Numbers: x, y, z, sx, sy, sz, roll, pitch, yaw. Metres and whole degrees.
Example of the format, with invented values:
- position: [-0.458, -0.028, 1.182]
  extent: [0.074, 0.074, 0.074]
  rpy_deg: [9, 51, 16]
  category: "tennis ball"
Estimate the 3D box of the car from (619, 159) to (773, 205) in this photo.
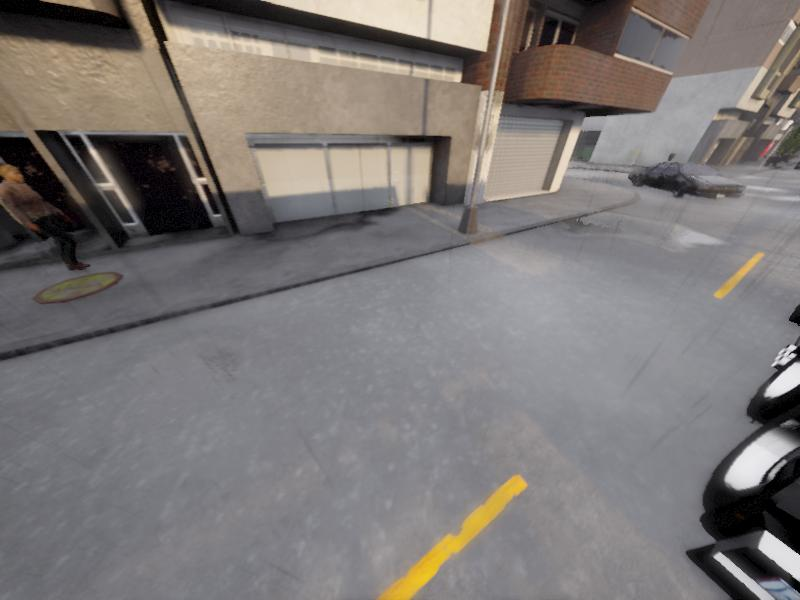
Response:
- position: [14.509, -6.339, 12.018]
  extent: [2.033, 1.411, 5.357]
  rpy_deg: [7, 35, 9]
  category: "car"

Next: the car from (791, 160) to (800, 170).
- position: [40.923, -13.622, 22.364]
  extent: [4.553, 1.767, 2.097]
  rpy_deg: [-18, 39, -24]
  category: "car"

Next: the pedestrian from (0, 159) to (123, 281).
- position: [-6.230, -1.373, 4.070]
  extent: [0.751, 1.860, 0.751]
  rpy_deg: [-8, 36, -12]
  category: "pedestrian"

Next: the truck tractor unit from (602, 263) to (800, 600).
- position: [5.108, -0.304, 0.784]
  extent: [6.516, 4.208, 3.053]
  rpy_deg: [-18, 39, -24]
  category: "truck tractor unit"
